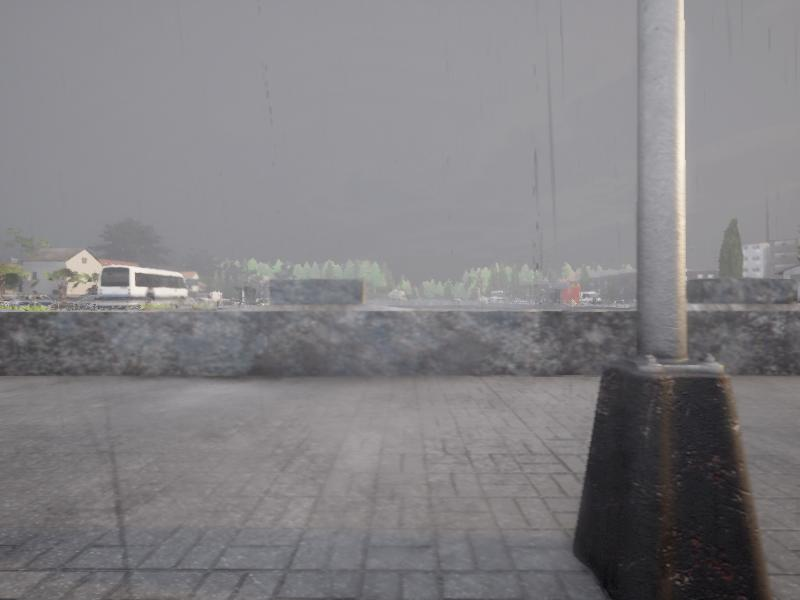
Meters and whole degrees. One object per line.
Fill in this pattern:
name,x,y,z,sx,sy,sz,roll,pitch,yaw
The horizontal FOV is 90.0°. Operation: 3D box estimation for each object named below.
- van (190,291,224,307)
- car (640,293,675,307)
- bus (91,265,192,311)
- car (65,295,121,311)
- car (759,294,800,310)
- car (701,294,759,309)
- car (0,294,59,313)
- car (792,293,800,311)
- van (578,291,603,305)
van,-30.352,-0.185,63.238,2.351,2.431,6.366,0,0,1
car,35.280,0.005,55.018,1.932,1.855,4.605,0,1,1
bus,-26.678,-1.098,42.315,3.944,4.253,10.273,0,0,1
car,-30.580,0.286,40.063,1.837,1.490,4.892,0,0,1
car,39.142,0.204,40.587,1.970,1.475,3.806,0,0,1
car,35.164,0.159,42.809,1.801,1.575,5.366,0,0,1
car,-30.653,0.294,32.886,1.970,1.475,3.806,0,0,0
car,35.061,0.192,32.243,2.128,1.511,4.902,0,0,1
van,35.463,-0.342,74.607,1.988,2.561,5.915,0,0,1
